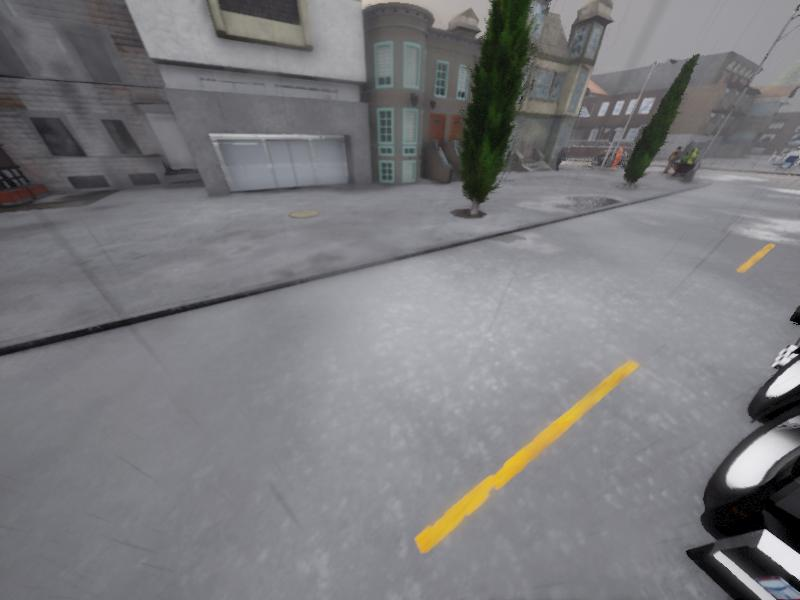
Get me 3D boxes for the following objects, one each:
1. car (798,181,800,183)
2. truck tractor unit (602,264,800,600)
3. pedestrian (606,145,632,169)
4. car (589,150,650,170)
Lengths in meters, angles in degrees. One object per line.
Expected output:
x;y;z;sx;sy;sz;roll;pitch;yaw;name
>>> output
28.646;-7.671;14.068;1.994;1.385;4.181;-19;39;-25;car
5.112;-0.299;0.783;6.516;4.208;3.053;-18;39;-24;truck tractor unit
19.756;-12.918;20.880;0.751;1.860;0.751;7;35;9;pedestrian
22.094;-14.317;23.469;1.970;1.475;3.806;-18;39;-24;car
